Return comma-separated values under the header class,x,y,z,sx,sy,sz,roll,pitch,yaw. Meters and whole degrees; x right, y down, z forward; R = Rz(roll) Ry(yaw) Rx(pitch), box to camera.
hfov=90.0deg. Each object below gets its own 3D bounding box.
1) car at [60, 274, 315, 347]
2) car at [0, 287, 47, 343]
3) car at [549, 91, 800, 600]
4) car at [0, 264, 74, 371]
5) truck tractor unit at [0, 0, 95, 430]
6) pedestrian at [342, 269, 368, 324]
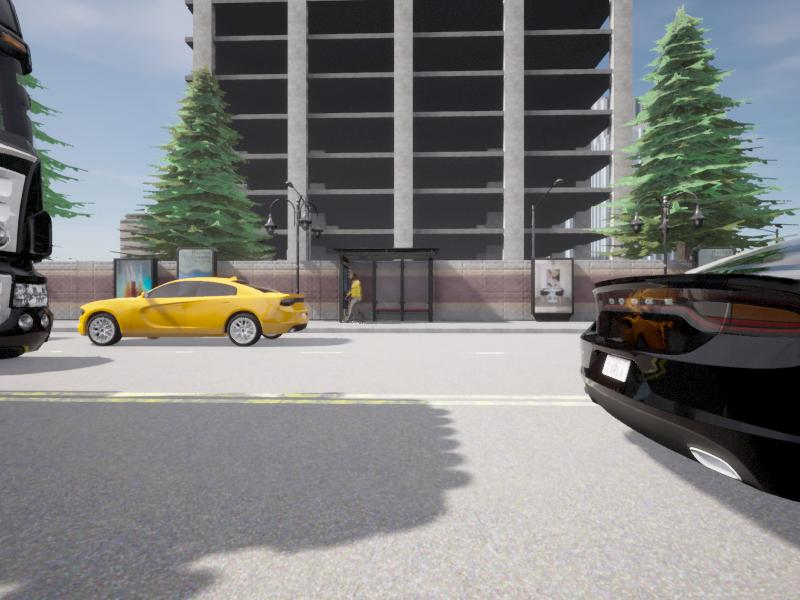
class,x,y,z,sx,sy,sz,roll,pitch,yaw
car,-4.699,0.223,9.380,5.008,1.535,1.882,0,0,2
car,-11.627,0.344,9.590,4.718,1.301,1.895,0,0,2
car,3.773,0.171,2.126,5.238,1.638,1.930,0,0,2
car,-8.035,0.245,5.980,4.892,1.490,1.837,0,0,2
truck tractor unit,-6.257,-1.116,2.426,6.516,4.208,3.053,0,0,2
pedestrian,-1.558,-0.115,13.820,0.751,1.860,0.751,0,0,-21
